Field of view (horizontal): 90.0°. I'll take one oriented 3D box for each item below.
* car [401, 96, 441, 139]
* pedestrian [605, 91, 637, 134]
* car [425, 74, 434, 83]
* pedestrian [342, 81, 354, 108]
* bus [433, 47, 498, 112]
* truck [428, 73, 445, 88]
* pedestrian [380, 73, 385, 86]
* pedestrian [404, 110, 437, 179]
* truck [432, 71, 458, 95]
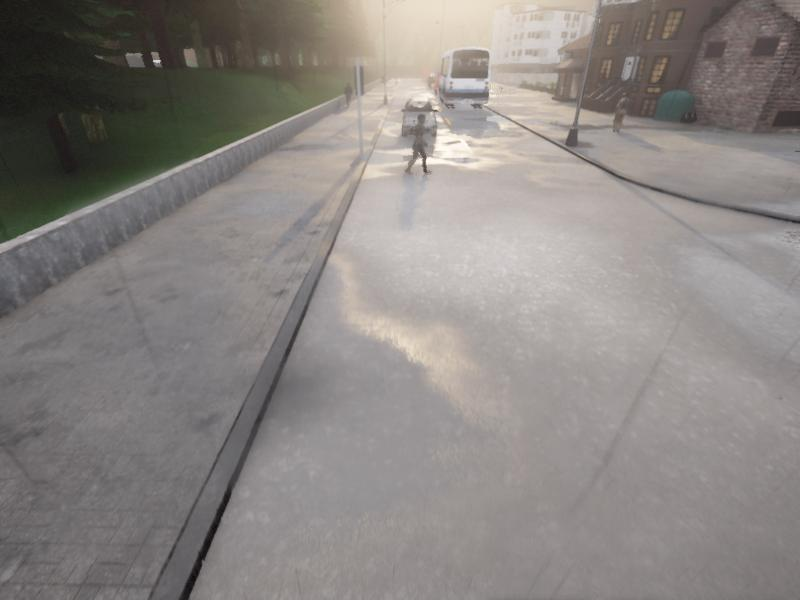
[{"bbox_3d":[0.972,-9.427,20.546,1.851,1.617,3.988,0,30,0],"label":"car"},{"bbox_3d":[10.852,-9.227,19.690,0.751,1.860,0.751,2,30,4],"label":"pedestrian"},{"bbox_3d":[6.345,-47.772,86.224,1.801,1.575,5.366,1,30,1],"label":"car"},{"bbox_3d":[-4.098,-16.256,31.720,0.751,1.860,0.751,1,30,1],"label":"pedestrian"},{"bbox_3d":[5.196,-19.100,34.480,3.944,4.253,10.273,1,30,1],"label":"bus"},{"bbox_3d":[5.944,-36.390,66.192,2.390,2.098,6.274,1,30,1],"label":"truck"},{"bbox_3d":[-2.946,-37.637,68.304,0.751,1.860,0.751,6,31,9],"label":"pedestrian"},{"bbox_3d":[0.616,-4.788,12.308,0.751,1.860,0.751,11,32,19],"label":"pedestrian"},{"bbox_3d":[5.638,-27.659,50.889,2.627,2.467,5.204,1,30,1],"label":"truck"}]
